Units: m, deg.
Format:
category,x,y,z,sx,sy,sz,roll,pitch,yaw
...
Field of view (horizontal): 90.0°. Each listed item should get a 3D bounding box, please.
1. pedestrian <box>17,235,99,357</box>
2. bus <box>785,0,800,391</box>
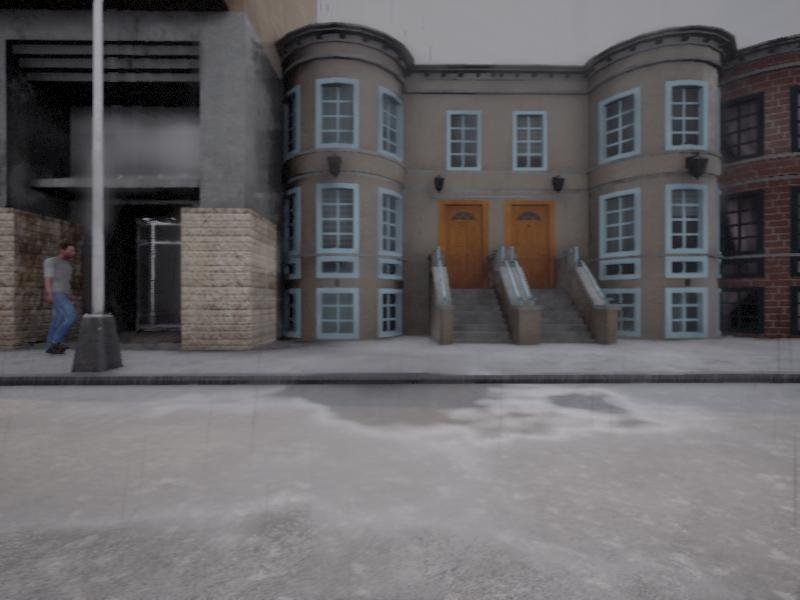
category,x,y,z,sx,sy,sz,roll,pitch,yaw
pedestrian,-5.510,-0.061,6.503,0.751,1.860,0.751,0,0,-13
bus,9.444,-1.139,2.489,10.273,4.253,3.944,0,0,0
